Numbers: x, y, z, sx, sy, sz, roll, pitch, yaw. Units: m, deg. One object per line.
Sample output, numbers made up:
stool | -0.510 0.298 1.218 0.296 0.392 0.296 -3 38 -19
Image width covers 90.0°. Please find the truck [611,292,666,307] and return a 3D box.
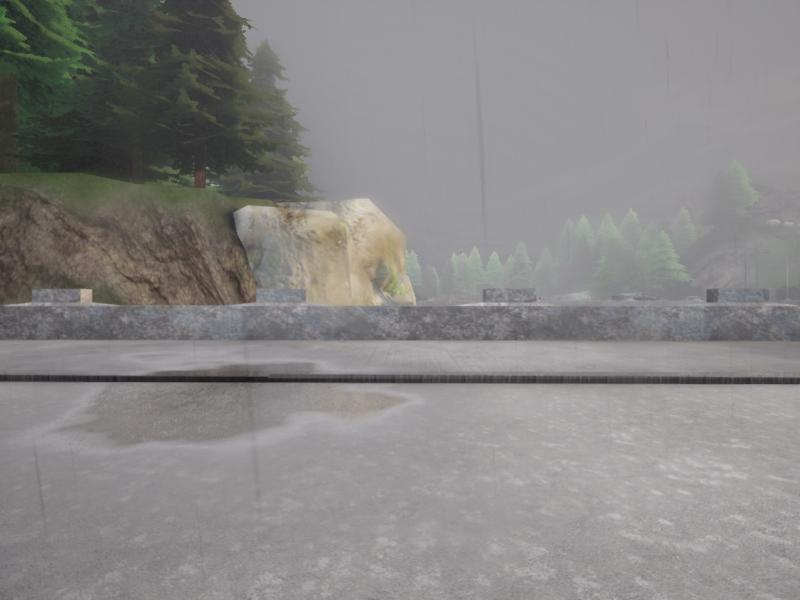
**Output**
truck | 33.141 -0.056 55.689 6.274 2.098 2.390 0 0 1

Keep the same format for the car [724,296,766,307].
car | 47.825 0.252 55.453 4.193 1.474 1.816 0 0 1
